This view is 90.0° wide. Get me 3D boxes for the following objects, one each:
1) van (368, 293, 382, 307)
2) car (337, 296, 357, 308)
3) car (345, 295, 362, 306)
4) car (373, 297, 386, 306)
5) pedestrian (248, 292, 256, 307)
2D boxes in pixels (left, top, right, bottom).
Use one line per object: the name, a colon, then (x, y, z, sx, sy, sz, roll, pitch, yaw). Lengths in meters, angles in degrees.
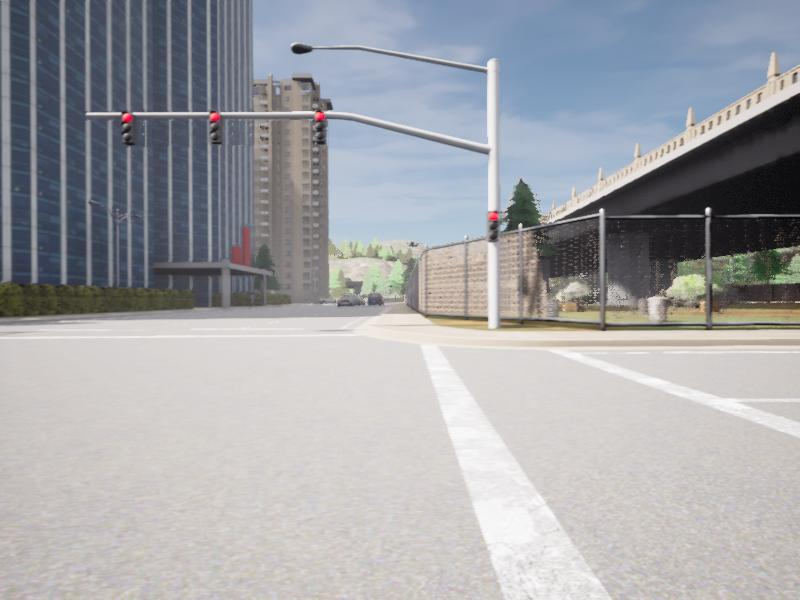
van: (-3.634, -0.045, 58.296, 1.775, 1.987, 4.442, 0, 0, 0)
car: (-7.139, 0.207, 54.273, 2.038, 1.542, 4.974, 0, 0, 0)
car: (-7.125, 0.070, 62.180, 2.097, 1.767, 4.553, 0, 0, 0)
car: (-3.610, 0.213, 69.724, 2.007, 1.525, 4.514, 0, 0, 0)
pedestrian: (-18.829, -0.058, 50.983, 0.751, 1.860, 0.751, 0, 0, -1)
